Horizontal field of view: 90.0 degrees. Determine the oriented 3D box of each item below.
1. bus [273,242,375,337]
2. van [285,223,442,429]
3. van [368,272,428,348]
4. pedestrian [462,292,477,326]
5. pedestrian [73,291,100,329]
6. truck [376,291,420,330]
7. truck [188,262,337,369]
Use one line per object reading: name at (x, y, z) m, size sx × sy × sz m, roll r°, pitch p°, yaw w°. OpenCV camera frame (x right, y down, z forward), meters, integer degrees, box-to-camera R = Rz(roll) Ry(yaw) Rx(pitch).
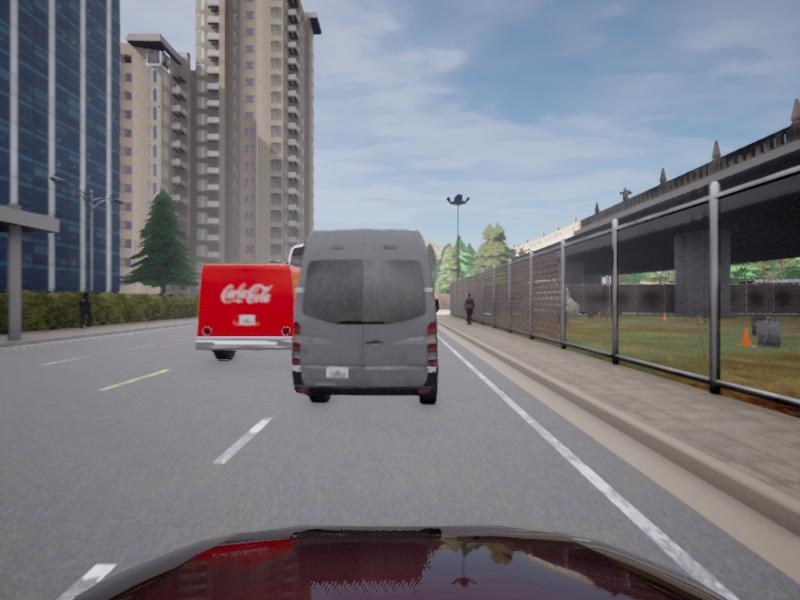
bus at (-3.733, -0.517, 23.034) m, size 3.944 × 4.253 × 10.273 m, roll 0°, pitch 0°, yaw 0°
van at (-0.305, 0.327, 7.986) m, size 1.988 × 2.561 × 5.915 m, roll 0°, pitch 0°, yaw 3°
van at (-0.076, 0.332, 16.360) m, size 1.988 × 2.561 × 5.915 m, roll 0°, pitch 0°, yaw 0°
pedestrian at (3.874, 0.498, 22.379) m, size 0.751 × 1.860 × 0.751 m, roll 0°, pitch 0°, yaw 17°
pedestrian at (-15.553, 0.496, 19.844) m, size 0.751 × 1.860 × 0.751 m, roll 0°, pitch 0°, yaw -1°
truck at (-0.120, 0.557, 24.778) m, size 2.390 × 2.098 × 6.274 m, roll 0°, pitch 0°, yaw 0°
truck at (-3.557, 0.362, 11.795) m, size 2.627 × 2.467 × 5.204 m, roll 0°, pitch 0°, yaw 0°
